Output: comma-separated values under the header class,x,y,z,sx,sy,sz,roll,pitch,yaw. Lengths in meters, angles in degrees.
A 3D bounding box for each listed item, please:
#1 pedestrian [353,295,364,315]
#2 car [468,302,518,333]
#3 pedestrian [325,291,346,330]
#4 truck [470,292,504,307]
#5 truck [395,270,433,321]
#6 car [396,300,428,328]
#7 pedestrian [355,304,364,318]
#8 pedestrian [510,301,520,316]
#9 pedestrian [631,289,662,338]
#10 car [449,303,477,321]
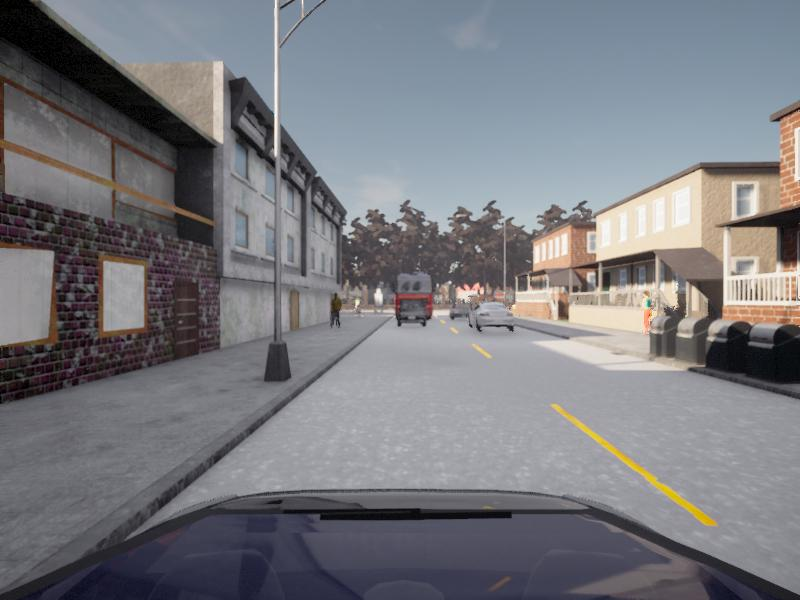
class,x,y,z,sx,sy,sz,roll,pitch,yaw
pedestrian,-3.914,0.504,37.742,0.751,1.860,0.751,0,0,20
car,4.785,0.852,21.267,1.812,1.442,4.674,0,0,3
pedestrian,-3.140,0.517,19.500,0.751,1.860,0.751,0,0,16
truck,22.650,-0.189,104.434,8.468,3.827,2.891,0,0,2
truck,1.064,-0.347,33.969,2.891,3.827,8.468,0,0,0
car,0.682,0.794,24.499,1.789,1.549,3.705,0,0,0
pedestrian,-3.226,0.887,31.936,0.500,1.100,0.500,0,0,-36
pedestrian,10.145,0.776,35.359,0.751,1.300,0.751,0,0,24
pedestrian,9.611,0.520,15.587,0.751,1.860,0.751,0,0,-29
car,5.034,0.917,32.522,1.895,1.301,4.718,0,0,5
